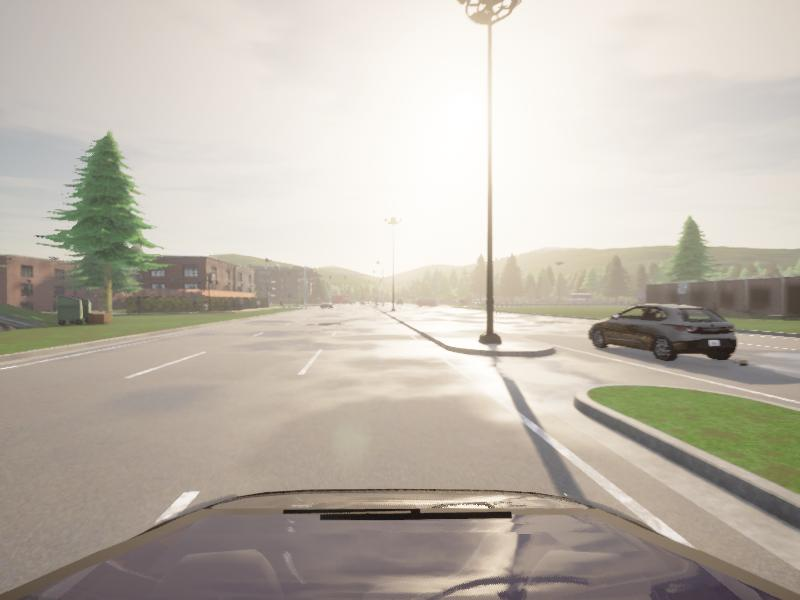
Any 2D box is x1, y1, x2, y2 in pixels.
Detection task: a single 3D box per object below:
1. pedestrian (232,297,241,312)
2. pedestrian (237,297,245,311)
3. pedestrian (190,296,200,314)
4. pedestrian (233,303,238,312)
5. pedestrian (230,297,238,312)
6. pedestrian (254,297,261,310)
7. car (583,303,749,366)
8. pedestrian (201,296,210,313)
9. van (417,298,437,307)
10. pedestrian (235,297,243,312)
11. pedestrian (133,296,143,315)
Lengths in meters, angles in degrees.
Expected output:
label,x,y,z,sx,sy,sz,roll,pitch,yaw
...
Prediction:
label,x,y,z,sx,sy,sz,roll,pitch,yaw
pedestrian,-20.167,0.519,49.375,0.751,1.860,0.751,0,0,5
pedestrian,-20.415,0.520,51.369,0.751,1.860,0.751,0,0,-4
pedestrian,-22.209,0.520,43.420,0.751,1.860,0.751,0,0,42
pedestrian,-20.058,0.899,48.790,0.500,1.100,0.500,0,0,2
pedestrian,-19.920,0.519,48.065,0.751,1.860,0.751,0,0,-4
pedestrian,-21.370,0.523,60.048,0.751,1.860,0.751,0,0,-6
car,7.426,0.849,11.799,1.816,1.474,4.193,0,0,-6
pedestrian,-21.494,0.519,44.181,0.751,1.860,0.751,0,0,43
van,6.196,0.615,91.911,4.442,1.987,1.775,0,0,-6
pedestrian,-20.168,0.519,50.022,0.751,1.860,0.751,0,0,-6
pedestrian,-25.817,0.523,39.451,0.751,1.860,0.751,0,0,-25
